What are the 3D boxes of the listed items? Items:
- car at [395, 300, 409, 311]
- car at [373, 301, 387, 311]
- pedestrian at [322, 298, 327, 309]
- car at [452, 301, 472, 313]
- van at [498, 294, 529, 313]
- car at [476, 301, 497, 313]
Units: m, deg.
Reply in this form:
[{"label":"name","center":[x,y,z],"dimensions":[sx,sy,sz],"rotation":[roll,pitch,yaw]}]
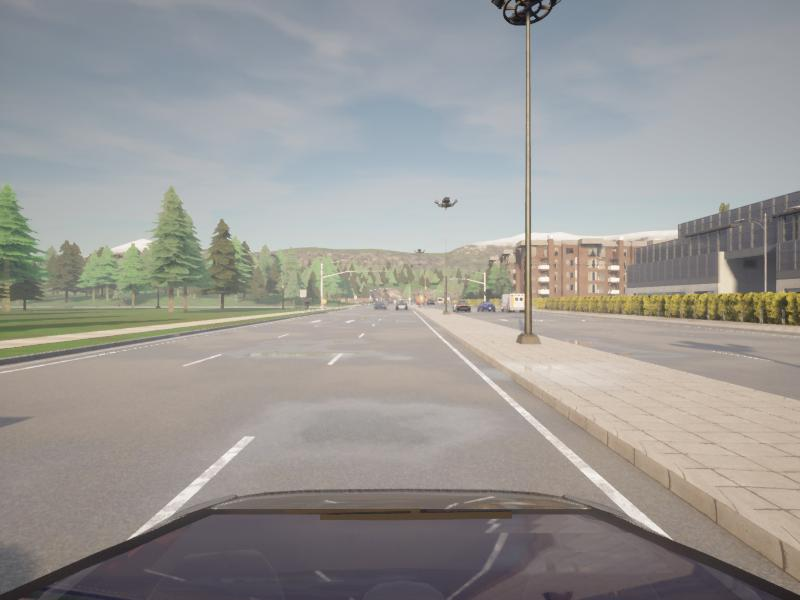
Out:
[{"label":"car","center":[0.285,0.834,62.383],"dimensions":[2.033,1.649,4.856],"rotation":[0,0,0]},{"label":"car","center":[-3.215,0.880,64.428],"dimensions":[2.038,1.542,4.974],"rotation":[0,0,0]},{"label":"pedestrian","center":[-11.968,0.541,63.308],"dimensions":[0.751,1.860,0.751],"rotation":[0,0,-8]},{"label":"car","center":[8.250,0.874,53.841],"dimensions":[2.038,1.542,4.974],"rotation":[0,0,1]},{"label":"van","center":[15.255,0.426,54.148],"dimensions":[2.351,2.431,6.366],"rotation":[0,0,0]},{"label":"car","center":[11.755,0.918,54.568],"dimensions":[1.812,1.442,4.674],"rotation":[0,0,0]}]
